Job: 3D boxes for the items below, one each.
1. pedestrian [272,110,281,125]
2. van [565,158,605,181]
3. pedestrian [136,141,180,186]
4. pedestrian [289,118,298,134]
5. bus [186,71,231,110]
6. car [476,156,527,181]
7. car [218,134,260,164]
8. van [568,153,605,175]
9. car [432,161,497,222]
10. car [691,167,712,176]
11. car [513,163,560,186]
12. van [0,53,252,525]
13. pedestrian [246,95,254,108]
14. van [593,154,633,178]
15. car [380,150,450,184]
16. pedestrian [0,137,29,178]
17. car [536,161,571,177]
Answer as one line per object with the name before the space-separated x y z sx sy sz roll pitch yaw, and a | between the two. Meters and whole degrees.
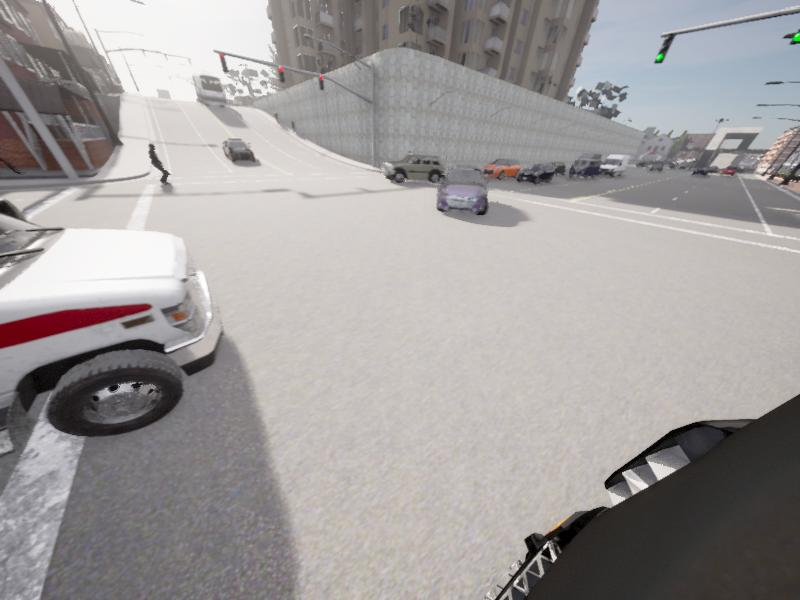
pedestrian | -20.420 -30.178 38.207 0.751 1.860 0.751 -23 41 -33
van | 20.799 -14.731 25.963 4.442 1.987 1.775 -22 41 -33
pedestrian | -11.996 -6.765 11.483 0.751 1.860 0.751 25 39 29
pedestrian | -16.454 -26.861 35.707 0.751 1.860 0.751 -23 41 -33
bus | -34.423 -37.675 41.465 3.944 4.253 10.273 -22 49 -33
car | 9.708 -12.598 22.058 4.553 1.767 2.097 -22 41 -33
car | -15.027 -14.016 21.436 1.930 1.638 5.238 -22 47 -33
van | 27.799 -20.310 34.405 5.915 2.561 1.988 -22 41 -33
car | 2.851 -5.130 10.423 2.033 1.649 4.856 10 35 10
car | 59.041 -25.142 45.226 4.718 1.301 1.895 -22 41 -33
car | 11.680 -10.814 19.766 3.633 1.501 1.845 -22 41 -33
van | -4.649 0.477 0.683 6.366 2.431 2.351 -22 41 -33
pedestrian | -30.887 -40.912 47.656 0.751 1.860 0.751 -24 42 -35
van | 29.227 -18.411 31.656 5.915 2.561 1.988 -22 41 -33
car | 1.033 -9.675 16.914 4.605 1.855 1.932 -11 37 -21
pedestrian | -18.529 -6.684 10.562 0.751 1.860 0.751 -20 40 -30
car | 19.044 -16.289 28.631 4.193 1.474 1.816 -22 41 -33
